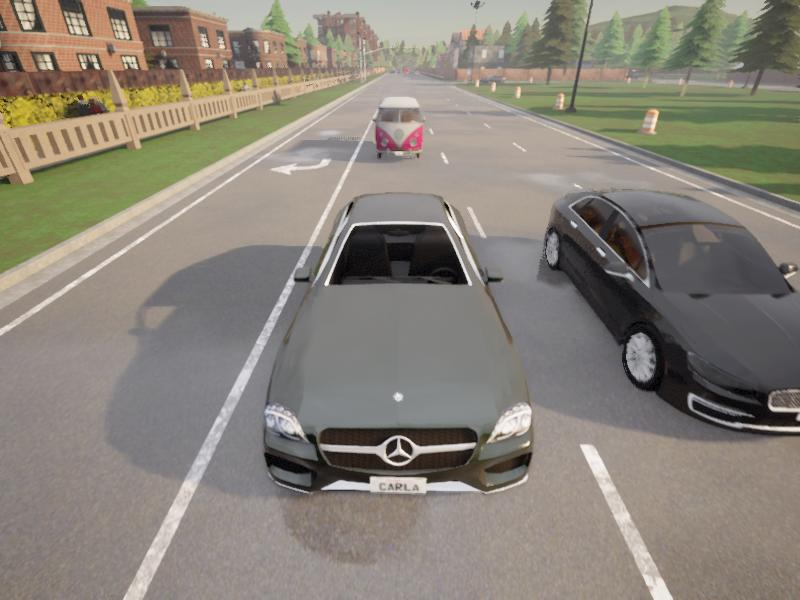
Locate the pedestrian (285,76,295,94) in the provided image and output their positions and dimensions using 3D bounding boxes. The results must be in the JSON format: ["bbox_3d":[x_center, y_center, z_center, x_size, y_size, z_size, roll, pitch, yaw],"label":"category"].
[{"bbox_3d":[-13.178,-25.785,48.042,0.751,1.860,0.751,0,30,0],"label":"pedestrian"}]

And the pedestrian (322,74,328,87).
[{"bbox_3d":[-12.282,-36.227,65.948,0.751,1.860,0.751,-2,30,-4],"label":"pedestrian"}]

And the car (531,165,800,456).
[{"bbox_3d":[3.482,-0.480,5.366,1.837,1.490,4.892,0,31,0],"label":"car"}]

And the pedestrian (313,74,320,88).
[{"bbox_3d":[-13.244,-34.835,63.563,0.751,1.860,0.751,1,30,2],"label":"pedestrian"}]

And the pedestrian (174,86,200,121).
[{"bbox_3d":[-12.931,-11.936,24.293,0.751,1.860,0.751,0,30,-1],"label":"pedestrian"}]

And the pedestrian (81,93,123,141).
[{"bbox_3d":[-13.140,-8.089,17.698,0.751,1.860,0.751,-7,31,-13],"label":"pedestrian"}]

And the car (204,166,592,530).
[{"bbox_3d":[-0.016,-0.225,4.807,2.152,1.651,5.027,0,30,0],"label":"car"}]

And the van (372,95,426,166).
[{"bbox_3d":[-0.037,-6.752,15.633,1.775,1.987,4.442,0,30,0],"label":"van"}]

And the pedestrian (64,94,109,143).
[{"bbox_3d":[-13.461,-7.819,17.236,0.751,1.860,0.751,16,34,25],"label":"pedestrian"}]

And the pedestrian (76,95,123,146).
[{"bbox_3d":[-12.380,-7.405,16.526,0.751,1.860,0.751,0,30,0],"label":"pedestrian"}]

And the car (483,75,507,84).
[{"bbox_3d":[20.081,-46.763,84.762,4.514,1.525,2.007,-7,31,-12],"label":"car"}]

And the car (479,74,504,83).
[{"bbox_3d":[20.068,-48.630,87.882,4.611,1.667,2.242,-6,31,-11],"label":"car"}]

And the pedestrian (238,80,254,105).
[{"bbox_3d":[-13.217,-17.853,34.438,0.751,1.860,0.751,0,30,-1],"label":"pedestrian"}]
